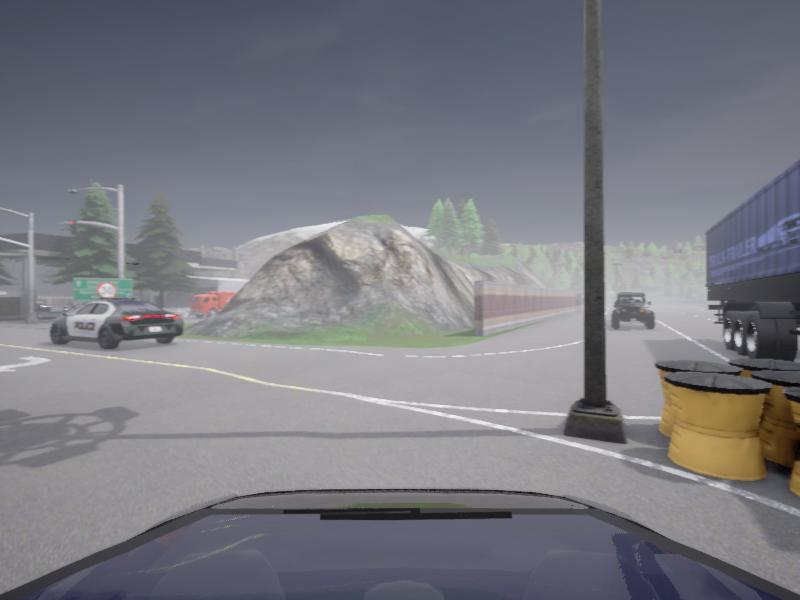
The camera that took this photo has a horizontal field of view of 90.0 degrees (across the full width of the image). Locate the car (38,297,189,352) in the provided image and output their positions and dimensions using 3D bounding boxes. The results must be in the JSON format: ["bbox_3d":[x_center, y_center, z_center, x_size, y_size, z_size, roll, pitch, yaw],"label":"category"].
[{"bbox_3d":[-9.473,0.688,13.134,4.974,1.542,2.038,0,0,28],"label":"car"}]

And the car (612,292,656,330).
[{"bbox_3d":[12.718,0.546,21.923,1.905,1.878,3.866,0,0,28],"label":"car"}]

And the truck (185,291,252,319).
[{"bbox_3d":[-16.936,0.448,37.652,2.627,2.467,5.204,0,0,29],"label":"truck"}]

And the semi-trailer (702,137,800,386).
[{"bbox_3d":[9.218,-0.688,8.183,2.717,4.402,14.254,0,0,28],"label":"semi-trailer"}]
